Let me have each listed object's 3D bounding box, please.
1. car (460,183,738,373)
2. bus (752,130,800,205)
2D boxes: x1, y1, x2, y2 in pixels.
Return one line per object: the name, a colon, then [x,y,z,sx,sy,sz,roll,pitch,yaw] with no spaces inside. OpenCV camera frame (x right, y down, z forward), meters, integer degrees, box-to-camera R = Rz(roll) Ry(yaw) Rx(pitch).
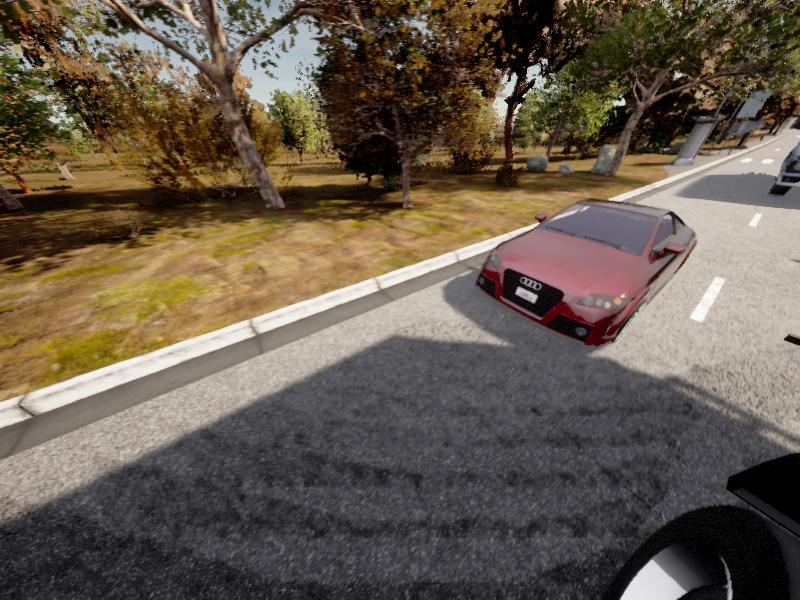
car: [3.329,-0.886,3.929,4.181,1.385,1.994,-22,41,-28]
bus: [19.827,-6.831,9.462,10.273,4.253,3.944,-24,42,-28]
